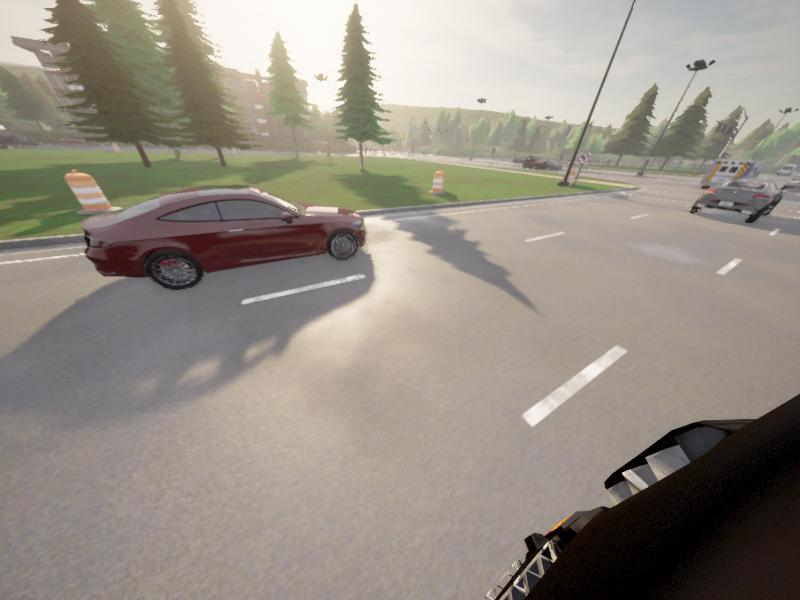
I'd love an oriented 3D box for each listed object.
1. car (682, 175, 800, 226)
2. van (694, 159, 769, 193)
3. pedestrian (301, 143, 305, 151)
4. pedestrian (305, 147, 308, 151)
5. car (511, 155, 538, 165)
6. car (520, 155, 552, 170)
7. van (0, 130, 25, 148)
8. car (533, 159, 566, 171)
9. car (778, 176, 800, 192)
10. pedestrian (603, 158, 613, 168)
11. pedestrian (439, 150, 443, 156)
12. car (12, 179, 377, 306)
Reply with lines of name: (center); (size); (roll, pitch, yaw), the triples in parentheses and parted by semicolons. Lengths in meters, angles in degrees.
car: (16.689, -5.014, 11.300); (5.027, 1.651, 2.152); (-16, 38, -26)
van: (31.420, -11.788, 21.886); (6.366, 2.431, 2.351); (-16, 38, -26)
pedestrian: (-26.282, -41.375, 62.582); (0.751, 1.860, 0.751); (-9, 35, -17)
pedestrian: (-25.851, -41.534, 63.542); (0.500, 1.100, 0.500); (-15, 37, -25)
car: (29.222, -33.016, 54.528); (1.930, 1.638, 5.238); (-16, 38, -25)
car: (22.645, -22.951, 38.606); (1.905, 1.878, 3.866); (-16, 38, -25)
van: (-55.043, -21.648, 30.863); (4.442, 1.987, 1.775); (-16, 38, -26)
car: (25.857, -23.403, 39.998); (1.994, 1.385, 4.181); (-15, 38, -25)
car: (43.022, -12.412, 24.705); (4.718, 1.301, 1.895); (-16, 38, -26)
pedestrian: (45.504, -29.896, 50.484); (0.751, 1.860, 0.751); (-13, 37, -23)
pedestrian: (15.411, -55.331, 86.708); (0.751, 1.860, 0.751); (16, 36, 18)
car: (-3.004, -1.538, 4.766); (4.674, 1.442, 1.812); (-16, 38, -26)
